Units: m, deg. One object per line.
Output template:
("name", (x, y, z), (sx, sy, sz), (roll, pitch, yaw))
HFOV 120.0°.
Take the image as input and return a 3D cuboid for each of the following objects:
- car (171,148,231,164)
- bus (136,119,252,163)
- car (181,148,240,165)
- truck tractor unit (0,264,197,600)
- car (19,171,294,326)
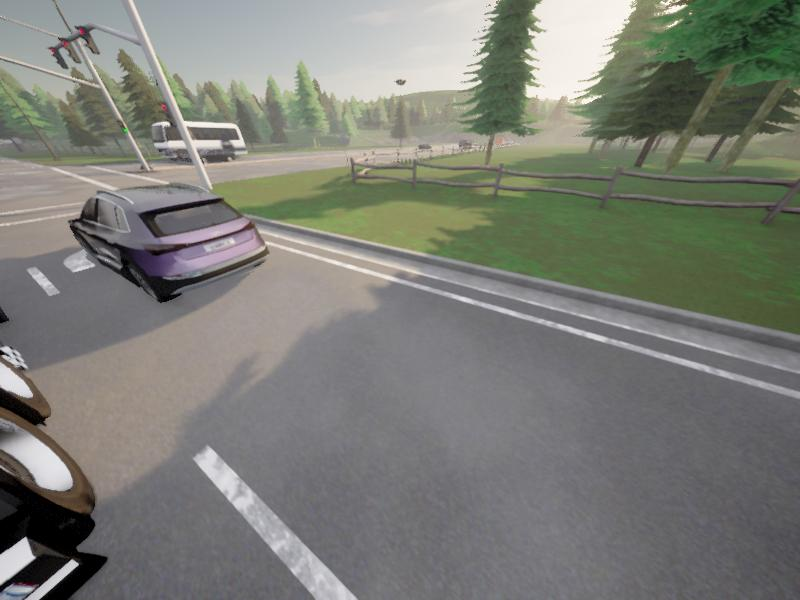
("car", (-25.087, -18.436, 29.449), (2.033, 1.411, 5.357), (18, 39, 24))
("bus", (-27.026, -21.580, 31.478), (3.944, 4.253, 10.273), (18, 39, 24))
("car", (-22.366, -17.170, 27.520), (1.837, 1.490, 4.892), (18, 39, 24))
("truck tractor unit", (-5.115, -0.295, 0.788), (6.516, 4.208, 3.053), (18, 39, 24))
("car", (-4.872, -1.471, 4.725), (4.856, 1.649, 2.033), (18, 39, 24))
